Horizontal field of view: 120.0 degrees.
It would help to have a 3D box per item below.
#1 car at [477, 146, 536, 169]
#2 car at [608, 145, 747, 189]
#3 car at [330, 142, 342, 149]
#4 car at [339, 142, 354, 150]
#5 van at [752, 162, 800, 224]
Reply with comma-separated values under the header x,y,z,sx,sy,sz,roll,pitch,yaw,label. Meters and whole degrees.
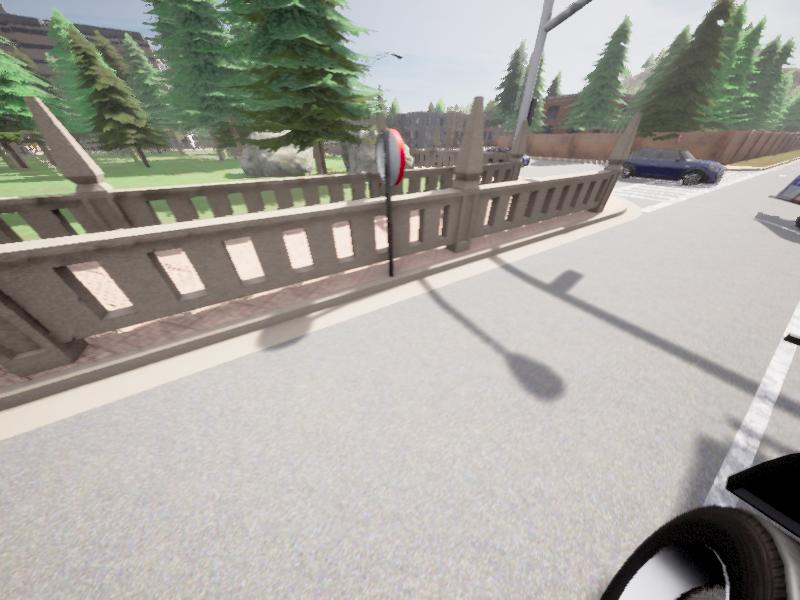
x,y,z,sx,sy,sz,roll,pitch,yaw,label
9.692,-13.253,21.418,2.007,1.525,4.514,-19,39,-25,car
15.661,-7.882,13.442,2.097,1.767,4.553,-21,40,-27,car
-17.978,-43.429,64.862,1.837,1.490,4.892,-19,39,-25,car
-13.653,-39.334,58.933,1.882,1.535,5.008,-19,39,-25,car
11.980,-1.967,4.505,2.351,2.431,6.366,20,40,14,van
